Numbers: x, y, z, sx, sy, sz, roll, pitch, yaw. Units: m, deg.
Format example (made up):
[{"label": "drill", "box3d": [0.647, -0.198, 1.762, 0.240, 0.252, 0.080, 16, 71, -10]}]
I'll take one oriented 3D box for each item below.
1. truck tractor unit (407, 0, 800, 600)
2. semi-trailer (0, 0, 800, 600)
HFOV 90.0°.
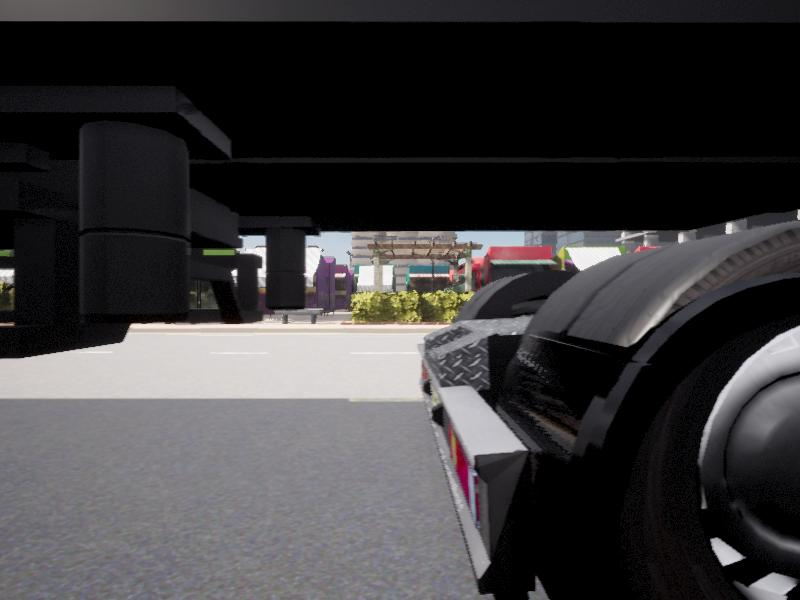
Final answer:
[{"label": "truck tractor unit", "box3d": [3.342, -1.113, 2.098, 6.516, 4.208, 3.053, 0, 0, -1]}, {"label": "semi-trailer", "box3d": [-4.569, -1.225, 2.029, 14.254, 4.402, 2.717, 0, 0, 0]}]
